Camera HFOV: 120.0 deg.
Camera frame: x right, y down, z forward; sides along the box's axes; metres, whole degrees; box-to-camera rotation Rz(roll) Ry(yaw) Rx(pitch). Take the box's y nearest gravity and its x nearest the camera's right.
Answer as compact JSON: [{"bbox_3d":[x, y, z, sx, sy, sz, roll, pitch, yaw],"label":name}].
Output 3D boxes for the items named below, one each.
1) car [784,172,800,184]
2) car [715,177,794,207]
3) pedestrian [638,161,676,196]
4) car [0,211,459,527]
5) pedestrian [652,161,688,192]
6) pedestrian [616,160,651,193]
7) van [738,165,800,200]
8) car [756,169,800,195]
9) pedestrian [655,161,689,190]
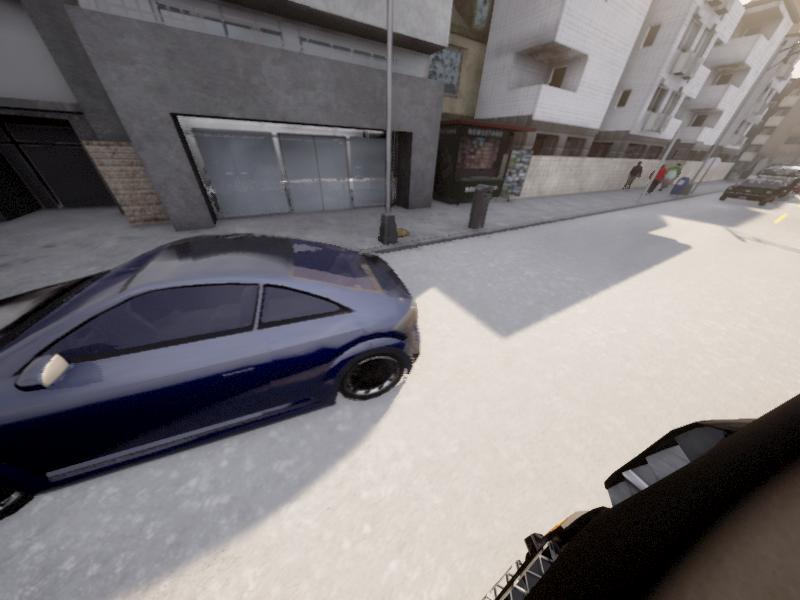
[{"bbox_3d":[54.931,-16.103,30.650,4.718,1.301,1.895,-2,34,-7],"label":"car"},{"bbox_3d":[22.772,-7.030,14.839,4.718,1.301,1.895,-16,38,-26],"label":"car"},{"bbox_3d":[16.198,-7.658,14.585,0.751,1.860,0.751,-19,39,-29],"label":"pedestrian"},{"bbox_3d":[-1.879,0.186,2.254,4.181,1.385,1.994,-10,36,-19],"label":"car"},{"bbox_3d":[19.168,-8.760,16.442,0.751,1.860,0.751,-14,37,-23],"label":"pedestrian"},{"bbox_3d":[15.669,-8.333,15.561,0.751,1.860,0.751,-14,37,-24],"label":"pedestrian"},{"bbox_3d":[28.910,-9.106,17.705,4.480,2.038,2.069,-16,38,-26],"label":"van"},{"bbox_3d":[35.730,-10.919,21.218,4.611,1.667,2.242,-16,38,-25],"label":"car"},{"bbox_3d":[20.905,-9.573,17.781,0.751,1.860,0.751,-13,37,-21],"label":"pedestrian"}]
